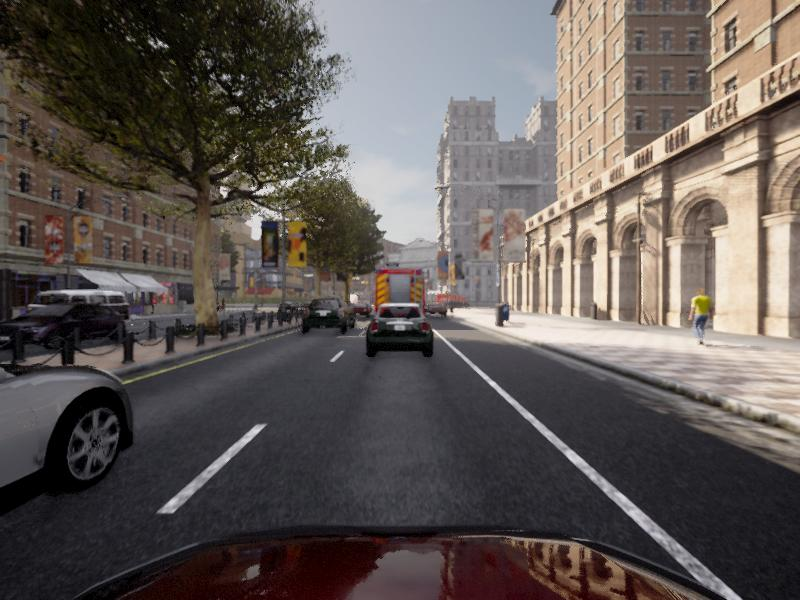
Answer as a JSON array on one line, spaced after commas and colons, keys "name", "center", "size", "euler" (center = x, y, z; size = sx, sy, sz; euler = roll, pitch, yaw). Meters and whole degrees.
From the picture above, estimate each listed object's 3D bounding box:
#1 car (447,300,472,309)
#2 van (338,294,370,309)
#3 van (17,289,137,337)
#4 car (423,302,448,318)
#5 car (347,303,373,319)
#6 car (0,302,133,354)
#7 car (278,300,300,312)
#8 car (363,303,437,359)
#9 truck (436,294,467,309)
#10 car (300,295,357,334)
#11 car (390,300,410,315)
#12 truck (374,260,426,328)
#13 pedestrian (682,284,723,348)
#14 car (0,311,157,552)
[{"name": "car", "center": [9.900, 0.740, 66.560], "size": [3.633, 1.501, 1.845], "euler": [0, -1, -15]}, {"name": "van", "center": [-7.781, 0.289, 67.579], "size": [2.351, 2.431, 6.366], "euler": [0, 0, -39]}, {"name": "van", "center": [-15.002, 0.546, 18.981], "size": [2.069, 2.038, 4.480], "euler": [0, 0, 0]}, {"name": "car", "center": [3.244, 0.890, 37.151], "size": [1.895, 1.301, 4.718], "euler": [0, 0, 0]}, {"name": "car", "center": [-3.506, 0.896, 35.694], "size": [1.895, 1.301, 4.718], "euler": [0, 0, 0]}, {"name": "car", "center": [-11.501, 0.836, 13.747], "size": [1.816, 1.474, 4.193], "euler": [0, 0, 0]}, {"name": "car", "center": [-15.146, 0.756, 54.723], "size": [2.038, 1.542, 4.974], "euler": [0, 0, -6]}, {"name": "car", "center": [-0.006, 0.837, 12.528], "size": [1.970, 1.475, 3.806], "euler": [0, 0, 0]}, {"name": "truck", "center": [9.066, 0.260, 70.693], "size": [5.204, 2.467, 2.627], "euler": [0, 0, 0]}, {"name": "car", "center": [-3.503, 0.668, 20.441], "size": [2.097, 1.767, 4.553], "euler": [0, 0, 0]}, {"name": "car", "center": [-0.007, 0.778, 43.527], "size": [2.128, 1.511, 4.902], "euler": [0, 0, 0]}, {"name": "truck", "center": [0.001, -0.357, 26.869], "size": [2.891, 3.827, 8.468], "euler": [0, 0, 0]}, {"name": "pedestrian", "center": [9.197, 0.469, 12.204], "size": [0.751, 1.860, 0.751], "euler": [0, 0, 11]}, {"name": "car", "center": [-3.503, 0.850, 2.232], "size": [1.970, 1.475, 3.806], "euler": [0, 0, 0]}]
